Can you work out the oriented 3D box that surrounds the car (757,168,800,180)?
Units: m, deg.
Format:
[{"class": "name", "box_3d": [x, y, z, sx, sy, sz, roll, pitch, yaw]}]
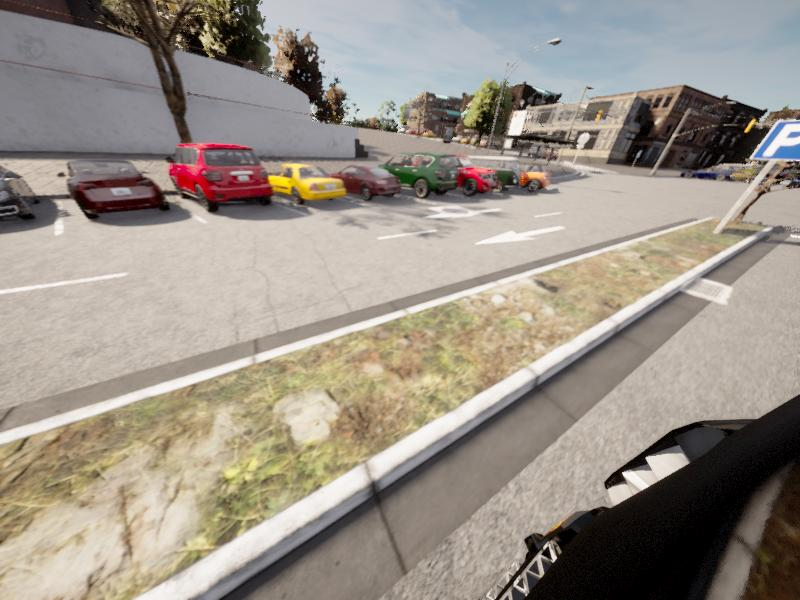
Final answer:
[{"class": "car", "box_3d": [70.098, -22.994, 42.201, 2.097, 1.535, 5.008, -24, 41, -35]}]

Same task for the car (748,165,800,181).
[{"class": "car", "box_3d": [67.321, -22.675, 41.059, 2.435, 2.045, 5.566, -24, 41, -35]}]

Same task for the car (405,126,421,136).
[{"class": "car", "box_3d": [3.858, -50.387, 68.981, 2.185, 1.767, 4.553, 29, 40, 28]}]

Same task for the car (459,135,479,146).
[{"class": "car", "box_3d": [15.901, -36.651, 53.209, 1.946, 1.575, 5.366, 31, 42, 28]}]

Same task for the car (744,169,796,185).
[{"class": "car", "box_3d": [46.343, -15.386, 28.948, 4.902, 1.511, 2.128, -12, 36, -22]}]

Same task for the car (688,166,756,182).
[{"class": "car", "box_3d": [45.205, -17.928, 32.708, 1.946, 1.575, 5.366, -27, 42, -37]}]

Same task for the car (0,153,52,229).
[{"class": "car", "box_3d": [-12.376, -3.231, 6.572, 4.892, 1.521, 2.231, 26, 39, 32]}]

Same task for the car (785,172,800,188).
[{"class": "car", "box_3d": [46.685, -13.628, 26.331, 4.193, 1.474, 1.816, -13, 36, -22]}]

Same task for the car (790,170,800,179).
[{"class": "car", "box_3d": [84.240, -25.429, 46.913, 2.231, 1.521, 4.892, -23, 40, -34]}]

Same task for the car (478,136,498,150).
[{"class": "car", "box_3d": [18.681, -33.260, 48.866, 1.878, 1.987, 4.442, 32, 42, 28]}]

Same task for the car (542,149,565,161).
[{"class": "car", "box_3d": [26.073, -24.491, 39.096, 2.002, 1.452, 4.674, 31, 42, 28]}]

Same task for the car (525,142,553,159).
[{"class": "car", "box_3d": [24.648, -26.455, 40.940, 2.435, 2.045, 5.566, 32, 42, 28]}]

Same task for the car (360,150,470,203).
[{"class": "car", "box_3d": [0.611, -7.125, 12.997, 5.566, 2.045, 2.435, 26, 40, 32]}]

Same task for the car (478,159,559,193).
[{"class": "car", "box_3d": [8.512, -9.164, 16.918, 4.553, 1.767, 2.185, 26, 40, 32]}]

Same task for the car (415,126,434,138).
[{"class": "car", "box_3d": [6.881, -47.069, 64.884, 2.435, 2.045, 5.566, 31, 42, 27]}]

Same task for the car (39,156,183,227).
[{"class": "car", "box_3d": [-9.805, -3.951, 7.906, 4.792, 1.488, 2.163, 26, 40, 32]}]

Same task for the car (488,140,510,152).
[{"class": "car", "box_3d": [20.187, -31.405, 47.074, 2.231, 1.521, 4.892, 32, 42, 28]}]

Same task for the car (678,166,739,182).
[{"class": "car", "box_3d": [42.293, -17.471, 31.881, 4.792, 1.488, 2.163, 30, 42, 36]}]

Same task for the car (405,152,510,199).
[{"class": "car", "box_3d": [3.272, -7.836, 14.276, 5.566, 2.045, 2.435, 26, 39, 32]}]

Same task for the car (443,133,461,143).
[{"class": "car", "box_3d": [12.819, -39.989, 57.116, 2.002, 1.452, 4.674, 31, 42, 28]}]

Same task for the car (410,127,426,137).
[{"class": "car", "box_3d": [5.336, -48.695, 66.956, 2.185, 1.767, 4.553, 30, 41, 27]}]

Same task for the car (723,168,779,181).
[{"class": "car", "box_3d": [56.123, -20.275, 37.139, 2.002, 1.452, 4.674, -26, 42, -36]}]

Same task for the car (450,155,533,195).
[{"class": "car", "box_3d": [5.954, -8.504, 15.539, 4.442, 1.987, 1.878, 26, 39, 32]}]

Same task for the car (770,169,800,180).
[{"class": "car", "box_3d": [75.734, -23.993, 44.121, 2.097, 1.535, 5.008, -24, 41, -34]}]

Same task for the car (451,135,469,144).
[{"class": "car", "box_3d": [14.308, -38.267, 55.117, 2.002, 1.452, 4.674, 32, 42, 28]}]

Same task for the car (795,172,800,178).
[{"class": "car", "box_3d": [87.074, -25.905, 47.837, 2.097, 1.535, 5.008, -22, 40, -34]}]

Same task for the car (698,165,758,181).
[{"class": "car", "box_3d": [47.809, -18.711, 33.867, 2.185, 1.767, 4.553, -26, 42, -37]}]

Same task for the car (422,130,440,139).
[{"class": "car", "box_3d": [8.487, -45.241, 63.186, 1.946, 1.575, 5.366, 31, 42, 28]}]

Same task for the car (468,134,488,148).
[{"class": "car", "box_3d": [17.206, -34.985, 50.872, 1.878, 1.987, 4.442, 32, 42, 28]}]

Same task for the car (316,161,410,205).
[{"class": "car", "box_3d": [-1.982, -6.136, 11.830, 4.674, 1.452, 2.002, 26, 40, 32]}]

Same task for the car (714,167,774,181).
[{"class": "car", "box_3d": [53.348, -19.750, 36.073, 2.231, 1.521, 4.892, -26, 42, -37]}]

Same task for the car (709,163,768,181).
[{"class": "car", "box_3d": [50.674, -19.318, 34.810, 1.878, 1.987, 4.442, -26, 42, -37]}]

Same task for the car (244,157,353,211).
[{"class": "car", "box_3d": [-4.727, -5.509, 10.597, 5.366, 1.575, 1.946, 26, 40, 32]}]

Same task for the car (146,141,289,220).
[{"class": "car", "box_3d": [-7.197, -4.924, 9.067, 5.566, 2.045, 2.435, 26, 40, 32]}]

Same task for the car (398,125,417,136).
[{"class": "car", "box_3d": [2.330, -52.052, 70.884, 2.435, 2.045, 5.566, 27, 38, 31]}]

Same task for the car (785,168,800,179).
[{"class": "car", "box_3d": [81.411, -25.058, 45.916, 2.185, 1.767, 4.553, -23, 41, -34]}]
